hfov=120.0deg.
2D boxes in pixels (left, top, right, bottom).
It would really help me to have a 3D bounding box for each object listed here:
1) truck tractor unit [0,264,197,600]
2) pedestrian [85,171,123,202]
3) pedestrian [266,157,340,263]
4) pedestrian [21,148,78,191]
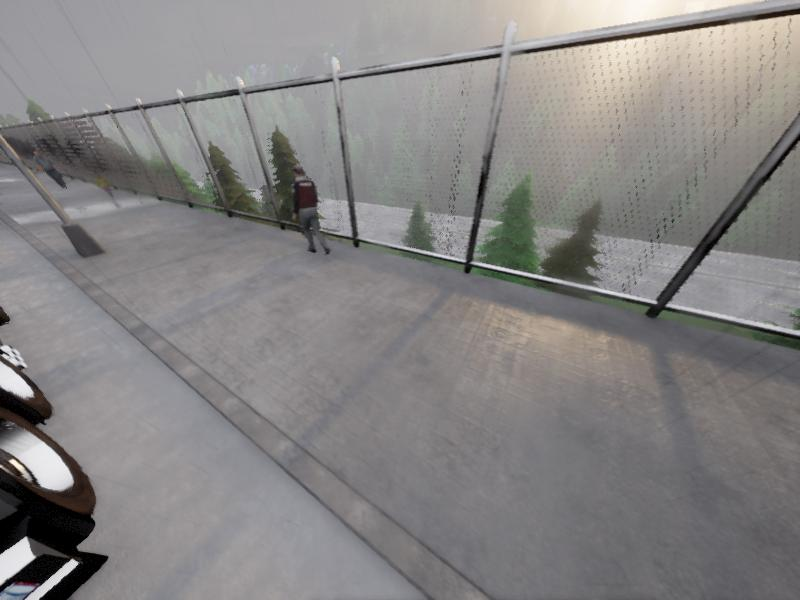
[{"bbox_3d":[-5.112,-0.300,0.779,6.516,4.208,3.053,18,39,24],"label":"truck tractor unit"},{"bbox_3d":[-12.714,-4.887,9.946,0.500,1.100,0.500,20,39,26],"label":"pedestrian"},{"bbox_3d":[-1.942,-1.859,4.836,0.751,1.860,0.751,25,42,31],"label":"pedestrian"},{"bbox_3d":[-18.295,-6.819,12.105,0.751,1.860,0.751,20,40,26],"label":"pedestrian"}]
